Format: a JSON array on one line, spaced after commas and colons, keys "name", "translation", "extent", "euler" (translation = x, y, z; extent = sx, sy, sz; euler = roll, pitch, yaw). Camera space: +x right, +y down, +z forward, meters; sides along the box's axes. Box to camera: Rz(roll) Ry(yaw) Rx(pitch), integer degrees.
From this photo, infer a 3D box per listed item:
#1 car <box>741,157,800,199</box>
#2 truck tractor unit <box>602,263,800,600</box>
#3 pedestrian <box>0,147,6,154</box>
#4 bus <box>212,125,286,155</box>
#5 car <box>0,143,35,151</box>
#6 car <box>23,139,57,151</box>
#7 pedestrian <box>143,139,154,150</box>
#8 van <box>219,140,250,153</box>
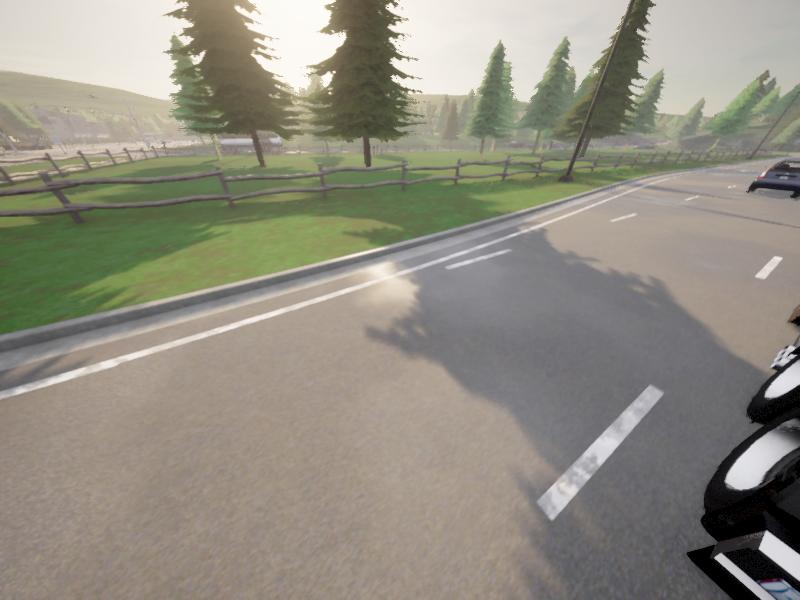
[{"name": "car", "translation": [20.975, -6.663, 12.428], "extent": [3.988, 1.617, 1.851], "euler": [-18, 39, -24]}, {"name": "truck tractor unit", "translation": [5.112, -0.296, 0.795], "extent": [6.516, 4.208, 3.053], "euler": [-18, 39, -24]}, {"name": "pedestrian", "translation": [-68.695, -25.960, 39.194], "extent": [0.751, 1.860, 0.751], "euler": [-20, 39, -26]}, {"name": "bus", "translation": [-27.731, -29.907, 43.035], "extent": [10.273, 4.253, 3.944], "euler": [-19, 39, -23]}, {"name": "car", "translation": [-77.538, -31.101, 46.824], "extent": [1.895, 1.301, 4.718], "euler": [-18, 39, -25]}, {"name": "car", "translation": [-74.222, -32.035, 47.711], "extent": [1.905, 1.878, 3.866], "euler": [-18, 39, -25]}, {"name": "pedestrian", "translation": [-54.396, -33.694, 49.988], "extent": [0.751, 1.860, 0.751], "euler": [-12, 37, -18]}, {"name": "van", "translation": [-32.191, -29.916, 45.005], "extent": [4.442, 1.987, 1.775], "euler": [-18, 39, -24]}]
